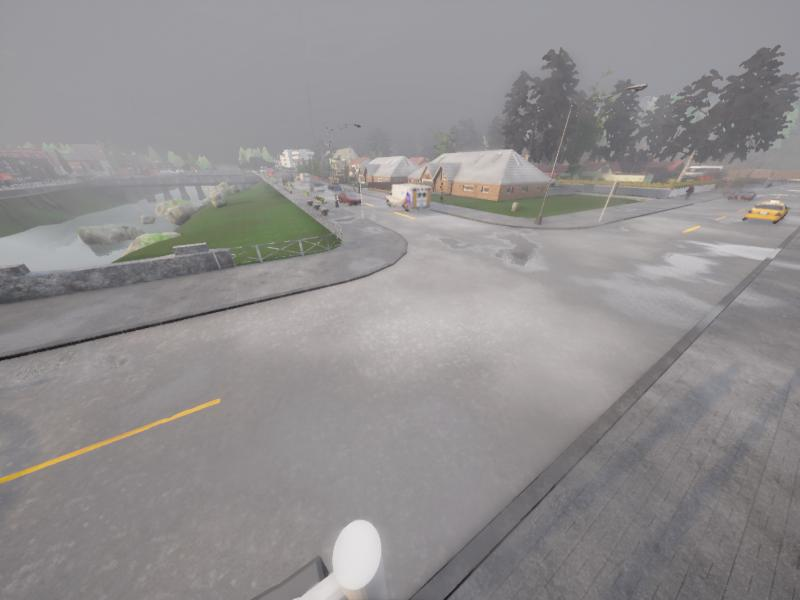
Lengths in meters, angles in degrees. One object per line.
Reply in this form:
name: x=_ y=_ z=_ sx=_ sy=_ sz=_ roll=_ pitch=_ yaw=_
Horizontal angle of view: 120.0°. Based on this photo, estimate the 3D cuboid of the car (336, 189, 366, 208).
car: x=-6.021 y=-12.410 z=28.171 sx=1.882 sy=1.535 sz=5.008 roll=-16 pitch=34 yaw=-25

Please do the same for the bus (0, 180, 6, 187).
bus: x=-91.111 y=-25.479 z=48.084 sx=3.944 sy=4.253 sz=10.273 roll=-16 pitch=34 yaw=-26

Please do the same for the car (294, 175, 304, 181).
car: x=-33.463 y=-40.167 z=76.248 sx=1.882 sy=1.535 sz=5.008 roll=-16 pitch=34 yaw=-26

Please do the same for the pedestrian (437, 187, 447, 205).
pedestrian: x=4.962 y=-12.271 z=27.353 sx=0.751 sy=1.860 sz=0.751 roll=-15 pitch=33 yaw=-24

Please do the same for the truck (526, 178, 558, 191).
truck: x=27.281 y=-22.337 z=44.478 sx=2.069 sy=2.038 sz=4.478 roll=-16 pitch=34 yaw=-26

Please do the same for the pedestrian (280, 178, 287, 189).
pedestrian: x=-24.086 y=-24.166 z=47.955 sx=0.751 sy=1.860 sz=0.751 roll=-20 pitch=36 yaw=-31

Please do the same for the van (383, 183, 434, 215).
van: x=0.656 y=-11.074 z=24.967 sx=2.351 sy=2.431 sz=6.366 roll=-17 pitch=34 yaw=-26

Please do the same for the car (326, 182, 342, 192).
car: x=-12.943 y=-22.278 z=45.327 sx=1.816 sy=1.474 sz=4.193 roll=-16 pitch=33 yaw=-25

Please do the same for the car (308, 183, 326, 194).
car: x=-15.024 y=-20.175 z=41.632 sx=2.007 sy=1.525 sz=4.514 roll=-16 pitch=34 yaw=-26

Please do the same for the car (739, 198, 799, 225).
car: x=32.081 y=-7.764 z=20.082 sx=5.366 sy=1.575 sz=1.801 roll=-16 pitch=34 yaw=-26

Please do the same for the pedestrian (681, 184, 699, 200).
pedestrian: x=39.941 y=-14.862 z=31.840 sx=0.751 sy=1.860 sz=0.751 roll=23 pitch=37 yaw=34

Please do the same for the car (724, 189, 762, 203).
car: x=47.054 y=-14.340 z=31.684 sx=4.181 sy=1.385 sz=1.994 roll=-16 pitch=34 yaw=-26

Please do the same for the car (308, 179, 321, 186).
car: x=-21.741 y=-29.942 z=58.684 sx=1.994 sy=1.385 sz=4.181 roll=-16 pitch=34 yaw=-26

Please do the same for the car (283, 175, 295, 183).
car: x=-32.703 y=-35.722 z=68.048 sx=2.150 sy=2.045 sz=5.566 roll=-16 pitch=34 yaw=-26

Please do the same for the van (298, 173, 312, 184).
van: x=-27.593 y=-35.470 z=67.213 sx=2.351 sy=2.431 sz=6.366 roll=-16 pitch=34 yaw=-26
